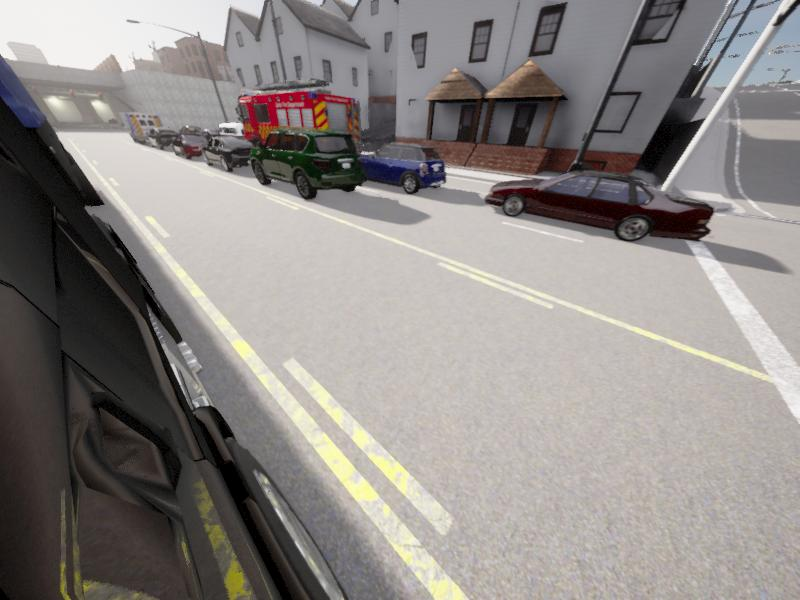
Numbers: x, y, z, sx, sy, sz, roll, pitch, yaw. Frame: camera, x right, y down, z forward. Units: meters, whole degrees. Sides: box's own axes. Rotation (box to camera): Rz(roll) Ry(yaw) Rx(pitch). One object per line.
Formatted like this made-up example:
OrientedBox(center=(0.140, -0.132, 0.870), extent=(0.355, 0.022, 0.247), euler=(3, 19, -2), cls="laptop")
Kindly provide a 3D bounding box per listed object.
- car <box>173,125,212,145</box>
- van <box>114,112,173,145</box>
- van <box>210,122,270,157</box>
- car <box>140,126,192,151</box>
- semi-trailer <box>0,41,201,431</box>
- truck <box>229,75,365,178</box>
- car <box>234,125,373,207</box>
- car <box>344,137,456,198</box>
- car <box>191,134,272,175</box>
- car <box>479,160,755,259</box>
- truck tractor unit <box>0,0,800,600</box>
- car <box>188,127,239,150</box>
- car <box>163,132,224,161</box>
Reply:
OrientedBox(center=(-22.558, -17.978, 25.126), extent=(3.988, 1.617, 1.851), euler=(28, 43, 30), cls="car")
OrientedBox(center=(-26.196, -17.522, 23.600), extent=(6.366, 2.431, 2.351), euler=(28, 43, 30), cls="van")
OrientedBox(center=(-12.894, -13.020, 18.681), extent=(4.480, 2.038, 2.069), euler=(28, 43, 30), cls="van")
OrientedBox(center=(-20.324, -14.016, 20.024), extent=(4.892, 1.490, 1.837), euler=(28, 43, 30), cls="car")
OrientedBox(center=(-8.701, -3.590, 4.243), extent=(14.254, 4.402, 2.717), euler=(28, 43, 30), cls="semi-trailer")
OrientedBox(center=(-6.185, -10.195, 13.794), extent=(8.468, 3.827, 2.891), euler=(28, 43, 30), cls="truck")
OrientedBox(center=(-3.830, -5.485, 9.088), extent=(5.566, 2.045, 2.150), euler=(28, 43, 30), cls="car")
OrientedBox(center=(-0.149, -6.153, 10.425), extent=(4.553, 1.767, 2.097), euler=(28, 43, 30), cls="car")
OrientedBox(center=(-9.475, -8.255, 12.934), extent=(4.892, 1.490, 1.837), euler=(28, 44, 30), cls="car")
OrientedBox(center=(5.467, -3.026, 6.900), extent=(5.357, 1.411, 2.033), euler=(26, 42, 28), cls="car")
OrientedBox(center=(-2.645, -0.295, 0.351), extent=(6.516, 4.208, 3.053), euler=(28, 44, 30), cls="truck tractor unit")
OrientedBox(center=(-17.827, -15.419, 22.051), extent=(4.902, 1.511, 2.128), euler=(28, 43, 30), cls="car")
OrientedBox(center=(-14.544, -10.880, 16.261), extent=(4.181, 1.385, 1.994), euler=(29, 44, 31), cls="car")
